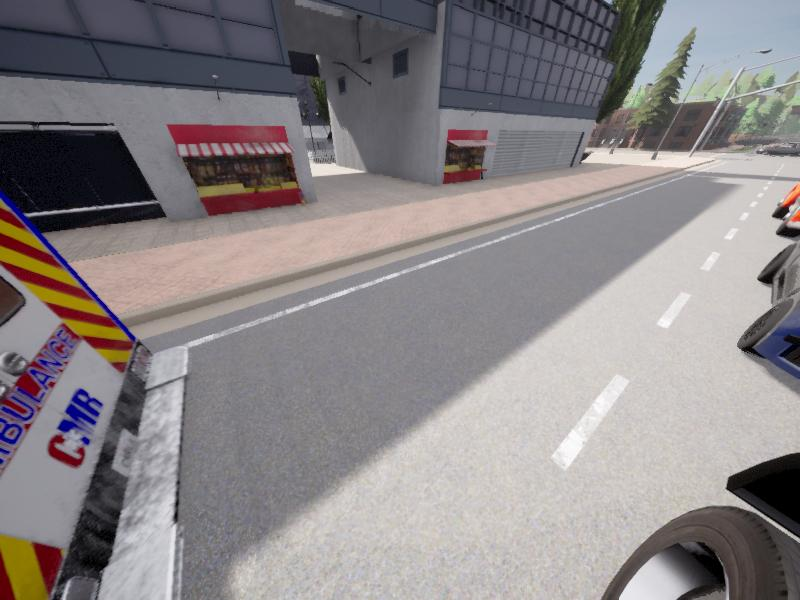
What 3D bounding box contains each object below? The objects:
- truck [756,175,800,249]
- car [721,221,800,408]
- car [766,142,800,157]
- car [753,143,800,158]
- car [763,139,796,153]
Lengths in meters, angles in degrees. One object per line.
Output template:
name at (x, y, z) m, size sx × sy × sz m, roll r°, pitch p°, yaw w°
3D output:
truck at (12.233, -2.832, 5.701) m, size 5.204 × 2.467 × 2.627 m, roll -22°, pitch 41°, yaw -28°
car at (6.267, -0.088, 2.557) m, size 4.611 × 1.667 × 2.242 m, roll -22°, pitch 41°, yaw -28°
car at (52.953, -19.829, 30.418) m, size 2.163 × 1.488 × 4.792 m, roll -22°, pitch 40°, yaw -27°
car at (49.467, -19.162, 29.515) m, size 2.007 × 1.525 × 4.514 m, roll -21°, pitch 40°, yaw -27°
car at (61.969, -25.202, 37.713) m, size 4.553 × 1.767 × 2.097 m, roll -22°, pitch 41°, yaw -28°
